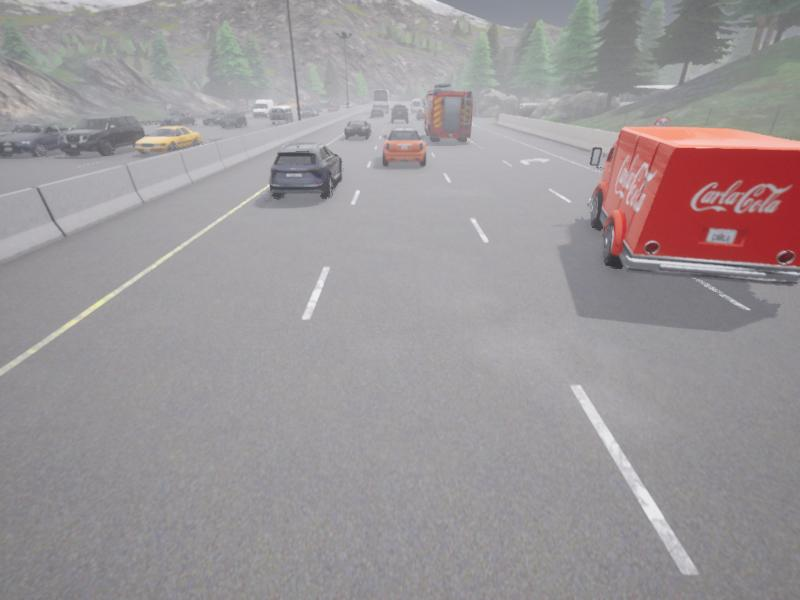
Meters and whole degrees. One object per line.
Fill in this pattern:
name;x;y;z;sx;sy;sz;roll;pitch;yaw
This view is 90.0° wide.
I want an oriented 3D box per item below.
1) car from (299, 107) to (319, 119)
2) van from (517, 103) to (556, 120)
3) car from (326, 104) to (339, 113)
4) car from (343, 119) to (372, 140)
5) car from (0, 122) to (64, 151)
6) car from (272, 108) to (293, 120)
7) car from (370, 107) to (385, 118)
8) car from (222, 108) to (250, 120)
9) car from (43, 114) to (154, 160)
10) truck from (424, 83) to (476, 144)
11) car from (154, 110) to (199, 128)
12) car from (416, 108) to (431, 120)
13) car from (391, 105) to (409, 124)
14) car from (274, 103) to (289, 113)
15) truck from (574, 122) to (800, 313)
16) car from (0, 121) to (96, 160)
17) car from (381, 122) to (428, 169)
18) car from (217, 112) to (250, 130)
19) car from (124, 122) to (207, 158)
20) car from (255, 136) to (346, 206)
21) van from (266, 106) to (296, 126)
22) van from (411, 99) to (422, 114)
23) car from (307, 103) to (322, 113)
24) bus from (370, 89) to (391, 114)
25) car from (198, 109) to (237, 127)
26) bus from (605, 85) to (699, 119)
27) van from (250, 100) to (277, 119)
car;-14.106;-29.179;62.272;2.038;1.542;4.974;0;27;0
van;19.034;-26.355;55.806;4.480;2.038;2.069;0;27;0
car;-14.268;-40.589;84.835;2.007;1.525;4.514;0;27;0
car;-3.391;-14.066;32.912;1.895;1.301;4.718;0;27;0
car;-24.342;-10.631;25.906;1.845;1.501;3.633;0;27;0
car;-17.590;-28.002;60.180;1.994;1.385;4.181;0;27;0
car;-3.622;-30.295;64.589;2.163;1.488;4.792;0;27;0
car;-24.589;-28.003;60.124;2.128;1.511;4.902;0;27;0
car;-17.325;-9.717;23.541;2.150;2.045;5.566;0;27;0
truck;3.620;-14.803;31.575;2.891;3.827;8.468;0;27;0
car;-24.474;-19.973;44.101;2.242;1.667;4.611;0;27;0
car;3.420;-27.424;58.952;1.970;1.475;3.806;0;27;0
car;-0.034;-24.395;52.376;2.150;2.045;5.566;0;27;0
car;-24.761;-40.157;83.526;1.905;1.878;3.866;0;27;0
truck;5.578;-2.183;8.278;2.627;2.467;5.204;7;28;13
car;-20.821;-9.385;23.356;2.152;1.651;5.027;0;27;0
car;0.200;-8.017;20.480;2.097;1.767;4.553;0;27;0
car;-17.458;-18.898;42.114;1.789;1.549;3.705;0;27;0
car;-13.827;-9.725;24.070;1.801;1.575;5.366;0;27;0
car;-3.256;-4.766;14.276;2.033;1.649;4.856;0;27;0
van;-13.997;-21.783;47.253;2.069;2.038;4.480;0;27;0
van;3.266;-38.990;80.454;1.988;2.561;5.915;0;27;0
car;-17.761;-40.154;83.613;2.097;1.767;4.553;0;27;0
bus;-3.874;-40.730;82.021;3.944;4.253;10.273;0;27;0
car;-20.988;-21.056;46.230;2.242;1.667;4.611;0;27;0
bus;36.443;-28.853;58.264;10.273;4.253;3.944;0;27;0
van;-21.109;-29.616;62.037;1.988;2.561;5.915;0;27;0
